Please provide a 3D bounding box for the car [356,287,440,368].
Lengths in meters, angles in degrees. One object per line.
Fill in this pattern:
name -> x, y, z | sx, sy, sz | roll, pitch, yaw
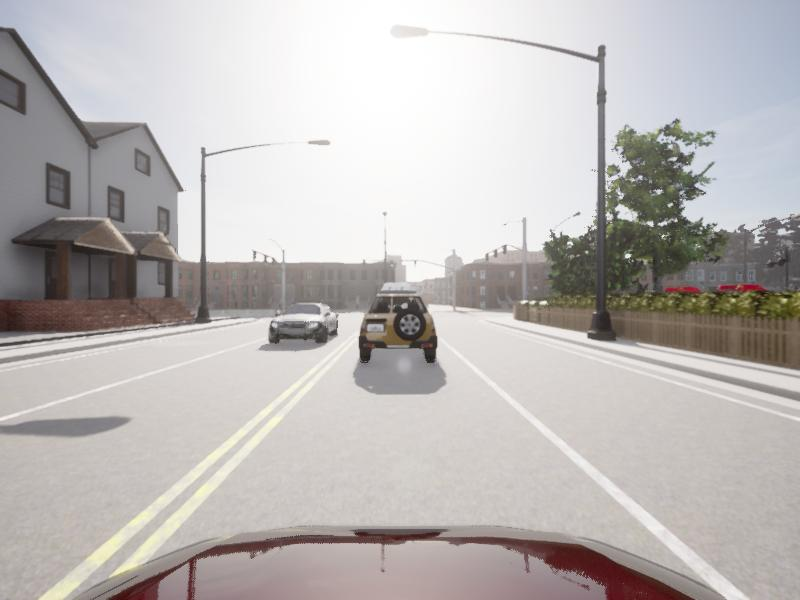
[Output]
car -> -0.073, 0.624, 11.441 | 1.932, 1.855, 4.605 | 0, 0, -1

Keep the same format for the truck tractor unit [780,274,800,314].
truck tractor unit -> 45.408, -0.626, 42.914 | 6.516, 4.208, 3.053 | 0, 0, -2

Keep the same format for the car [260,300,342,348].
car -> -3.623, 0.788, 15.637 | 2.038, 1.542, 4.974 | 0, 0, -1

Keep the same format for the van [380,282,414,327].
van -> -0.077, 0.256, 26.082 | 1.988, 2.561, 5.915 | 0, 0, 2
